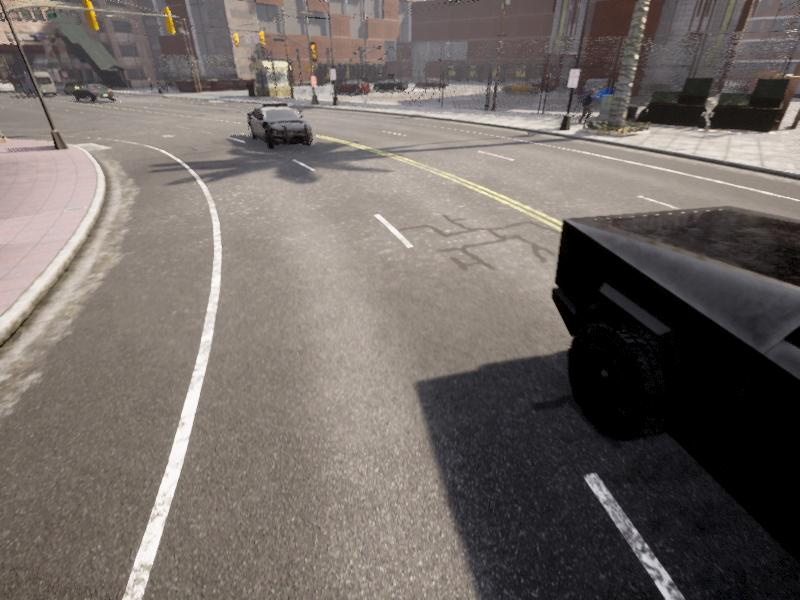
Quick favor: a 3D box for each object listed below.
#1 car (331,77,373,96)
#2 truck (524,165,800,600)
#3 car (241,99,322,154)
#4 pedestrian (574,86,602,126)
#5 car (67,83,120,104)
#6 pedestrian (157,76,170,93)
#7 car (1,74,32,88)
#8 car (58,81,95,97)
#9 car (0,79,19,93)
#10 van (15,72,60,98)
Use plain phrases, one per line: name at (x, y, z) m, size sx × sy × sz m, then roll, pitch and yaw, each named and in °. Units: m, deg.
car at (-5.714, -25.343, 47.438) m, size 4.553 × 1.767 × 2.185 m, roll 20°, pitch 36°, yaw 31°
truck at (3.370, 1.110, 2.005) m, size 2.390 × 2.098 × 6.274 m, roll -6°, pitch 31°, yaw -11°
car at (-5.463, -7.976, 18.067) m, size 1.930 × 1.638 × 5.238 m, roll -16°, pitch 34°, yaw -27°
pedestrian at (10.316, -10.663, 21.981) m, size 0.751 × 1.860 × 0.751 m, roll -23°, pitch 37°, yaw -34°
car at (-31.172, -21.046, 40.634) m, size 5.027 × 1.651 × 2.152 m, roll 18°, pitch 35°, yaw 29°
pedestrian at (-29.859, -27.171, 50.518) m, size 0.751 × 1.860 × 0.751 m, roll 22°, pitch 37°, yaw 33°
car at (-69.730, -39.889, 72.741) m, size 5.566 × 2.045 × 2.435 m, roll 20°, pitch 36°, yaw 31°
car at (-40.926, -26.729, 50.595) m, size 4.514 × 1.525 × 2.007 m, roll 21°, pitch 36°, yaw 31°
car at (-57.334, -30.757, 57.525) m, size 4.611 × 1.667 × 2.242 m, roll 21°, pitch 36°, yaw 31°
van at (-44.038, -26.180, 48.563) m, size 5.915 × 2.561 × 1.988 m, roll 21°, pitch 36°, yaw 31°
